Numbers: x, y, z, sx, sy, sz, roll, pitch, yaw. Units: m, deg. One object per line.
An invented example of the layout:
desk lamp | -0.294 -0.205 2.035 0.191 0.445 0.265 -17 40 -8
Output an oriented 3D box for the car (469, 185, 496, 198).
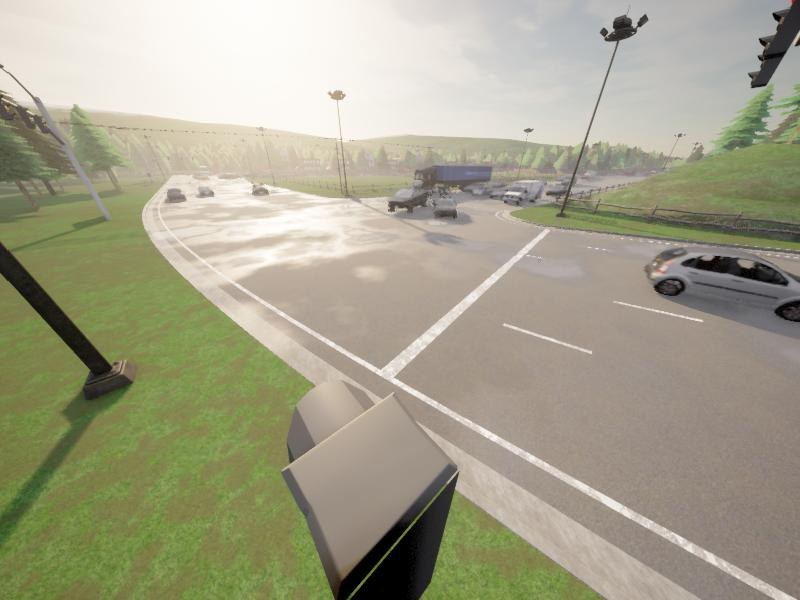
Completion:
car | 12.443 -16.383 34.851 3.633 1.501 1.845 -23 37 -34

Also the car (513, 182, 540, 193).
car | 23.616 -21.016 43.013 5.357 1.411 2.033 -23 37 -34

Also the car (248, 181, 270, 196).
car | -23.060 -18.303 37.816 1.905 1.878 3.866 -22 37 -33

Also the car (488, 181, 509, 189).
car | 20.934 -24.449 48.984 4.181 1.385 1.994 -23 37 -34

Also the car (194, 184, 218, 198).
car | -30.117 -16.917 35.795 2.128 1.511 4.902 -22 37 -33

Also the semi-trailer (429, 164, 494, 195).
semi-trailer | 11.313 -21.741 41.242 14.254 4.402 2.717 -23 37 -34

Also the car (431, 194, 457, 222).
car | 4.072 -8.565 21.200 1.930 1.638 5.238 4 30 10

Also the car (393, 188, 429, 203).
car | 1.539 -13.916 30.617 4.892 1.490 1.837 -26 39 -38

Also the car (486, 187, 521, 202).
car | 14.592 -14.941 32.491 5.357 1.411 2.033 -23 37 -34

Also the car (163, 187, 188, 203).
car | -30.398 -14.333 31.338 1.837 1.490 4.892 -23 37 -34

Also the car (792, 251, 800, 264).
car | 20.555 -1.740 9.413 3.988 1.617 1.851 16 34 26

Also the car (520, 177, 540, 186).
car | 32.147 -29.268 57.075 5.027 1.651 2.152 -23 37 -34

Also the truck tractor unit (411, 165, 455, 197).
truck tractor unit | 5.259 -19.082 36.880 6.516 4.208 3.053 -23 37 -34

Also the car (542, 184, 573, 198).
car | 24.194 -16.794 35.453 5.238 1.638 1.930 -23 37 -34

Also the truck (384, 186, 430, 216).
truck | 0.901 -10.365 23.862 2.390 2.098 6.274 12 32 21

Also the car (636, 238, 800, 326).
car | 11.049 -0.753 7.704 3.988 1.617 1.851 20 36 31

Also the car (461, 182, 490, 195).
car | 12.760 -18.862 39.003 4.611 1.667 2.242 -23 37 -34

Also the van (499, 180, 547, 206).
van | 15.446 -13.462 28.895 6.366 2.431 2.351 -23 37 -34
